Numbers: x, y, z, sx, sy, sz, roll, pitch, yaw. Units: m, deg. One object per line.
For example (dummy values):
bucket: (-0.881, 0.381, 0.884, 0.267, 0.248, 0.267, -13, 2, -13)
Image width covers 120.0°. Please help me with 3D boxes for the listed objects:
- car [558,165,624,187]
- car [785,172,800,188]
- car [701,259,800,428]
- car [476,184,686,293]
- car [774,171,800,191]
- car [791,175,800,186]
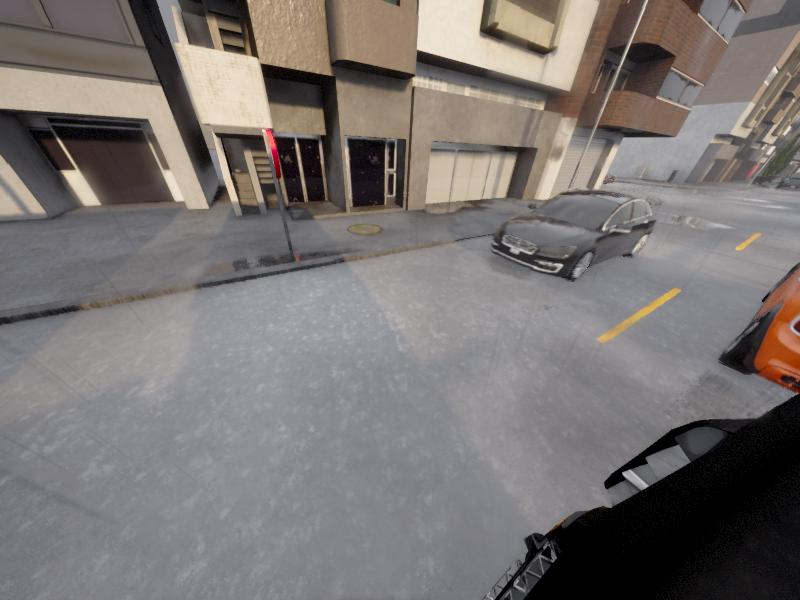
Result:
car: (17.757, -11.753, 21.748, 1.994, 1.385, 4.181, -13, 37, -23)
car: (51.696, -15.284, 29.459, 5.366, 1.575, 1.801, -16, 38, -26)
car: (6.161, 0.157, 2.551, 4.553, 1.767, 2.097, -16, 38, -26)
car: (4.456, -1.820, 5.670, 4.892, 1.490, 1.837, -16, 38, -26)
car: (45.546, -13.618, 26.289, 4.553, 1.767, 2.097, -16, 38, -26)
car: (57.670, -16.943, 32.506, 3.806, 1.475, 1.970, -16, 38, -26)
